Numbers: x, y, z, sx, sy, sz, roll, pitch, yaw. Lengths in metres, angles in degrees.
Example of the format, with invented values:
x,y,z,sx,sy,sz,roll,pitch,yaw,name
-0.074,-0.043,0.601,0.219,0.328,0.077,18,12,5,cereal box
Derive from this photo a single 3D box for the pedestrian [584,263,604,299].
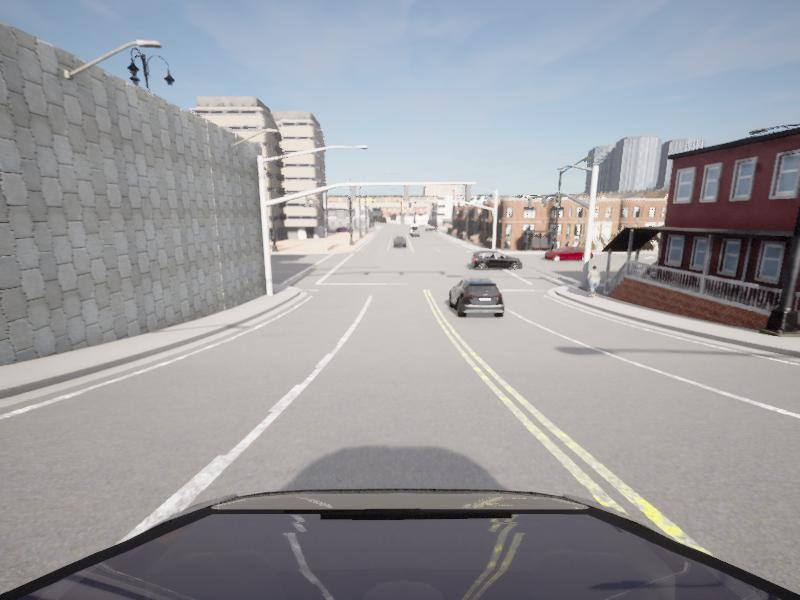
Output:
x,y,z,sx,sy,sz,roll,pitch,yaw,name
10.934,-1.081,22.561,0.751,1.860,0.751,4,13,19,pedestrian

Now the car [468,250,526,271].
x,y,z,sx,sy,sz,roll,pitch,yaw,name
8.740,-3.612,36.424,4.611,1.667,2.242,0,12,0,car

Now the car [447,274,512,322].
x,y,z,sx,sy,sz,roll,pitch,yaw,name
3.488,-0.234,18.668,2.033,1.649,4.856,0,7,0,car

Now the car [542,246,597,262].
x,y,z,sx,sy,sz,roll,pitch,yaw,name
18.258,-5.002,43.245,5.008,1.535,1.882,0,12,0,car

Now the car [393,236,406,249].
x,y,z,sx,sy,sz,roll,pitch,yaw,name
-0.035,-8.908,61.244,1.930,1.638,5.238,0,12,0,car
